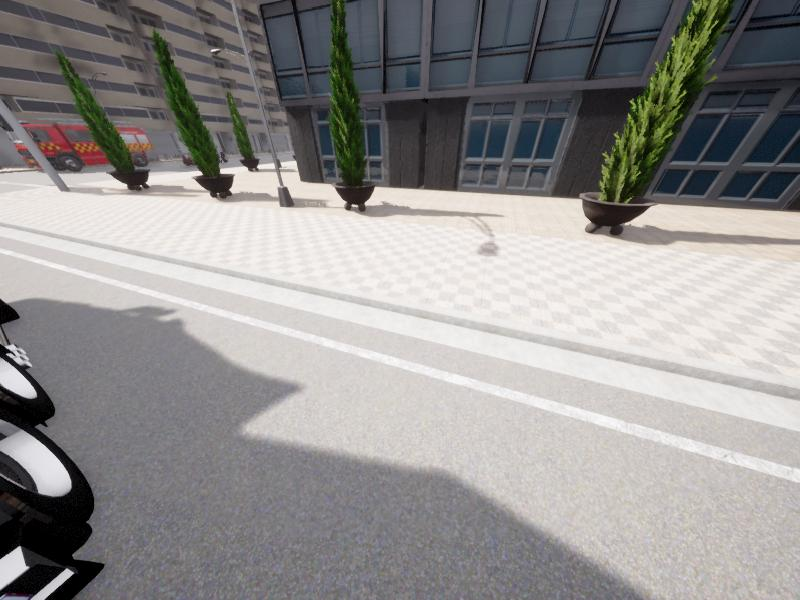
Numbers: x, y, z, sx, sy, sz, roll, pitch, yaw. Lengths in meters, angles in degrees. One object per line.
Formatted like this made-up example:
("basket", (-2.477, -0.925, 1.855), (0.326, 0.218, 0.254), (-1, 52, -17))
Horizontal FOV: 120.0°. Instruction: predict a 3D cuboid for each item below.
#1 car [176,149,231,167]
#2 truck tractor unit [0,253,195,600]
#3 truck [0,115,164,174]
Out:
("car", (-20.807, -15.219, 24.660), (1.970, 1.475, 3.806), (12, 37, 17))
("truck tractor unit", (-5.091, -0.320, 0.809), (6.516, 4.208, 3.053), (19, 39, 25))
("truck", (-29.180, -14.659, 21.848), (2.891, 3.827, 8.468), (11, 36, 16))
